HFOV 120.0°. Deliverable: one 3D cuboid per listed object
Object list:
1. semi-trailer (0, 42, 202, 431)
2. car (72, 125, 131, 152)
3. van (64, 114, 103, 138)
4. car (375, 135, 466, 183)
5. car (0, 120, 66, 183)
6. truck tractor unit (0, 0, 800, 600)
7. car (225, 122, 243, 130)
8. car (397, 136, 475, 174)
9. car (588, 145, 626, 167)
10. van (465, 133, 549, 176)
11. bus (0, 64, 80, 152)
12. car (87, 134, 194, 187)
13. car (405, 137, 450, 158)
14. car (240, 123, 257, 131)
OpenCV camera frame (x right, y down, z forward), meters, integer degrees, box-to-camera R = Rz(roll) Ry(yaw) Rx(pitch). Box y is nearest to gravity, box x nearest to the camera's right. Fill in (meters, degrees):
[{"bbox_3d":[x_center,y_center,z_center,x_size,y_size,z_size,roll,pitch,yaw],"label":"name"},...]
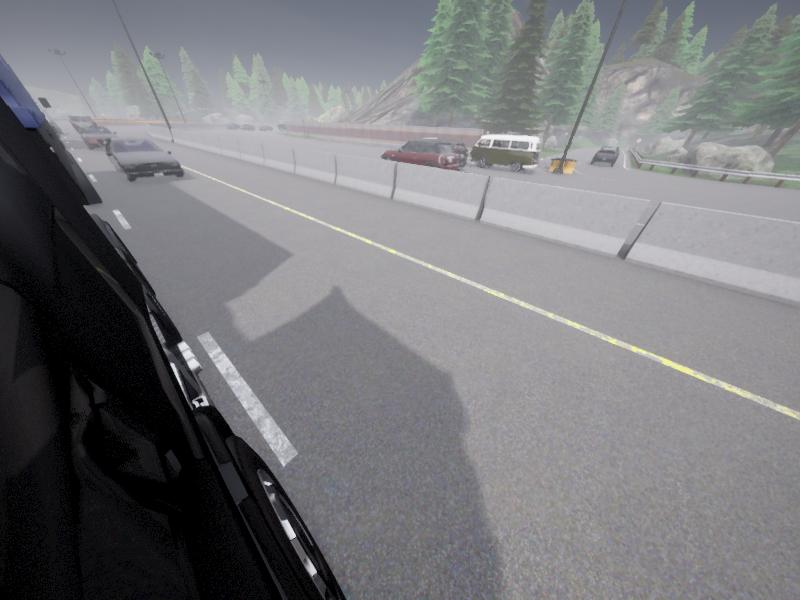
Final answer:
[{"bbox_3d":[-8.699,-3.606,4.226,14.254,4.402,2.717,28,44,30],"label":"semi-trailer"},{"bbox_3d":[-22.192,-12.016,17.173,4.181,1.385,1.994,28,44,30],"label":"car"},{"bbox_3d":[-35.193,-19.446,25.777,4.442,1.987,1.775,31,45,33],"label":"van"},{"bbox_3d":[0.986,-8.032,12.950,4.553,1.767,2.097,28,44,30],"label":"car"},{"bbox_3d":[-16.025,-6.148,9.381,4.553,1.767,2.097,28,44,30],"label":"car"},{"bbox_3d":[-2.645,-0.295,0.351,6.516,4.208,3.053,28,44,30],"label":"truck tractor unit"},{"bbox_3d":[-42.092,-44.065,58.616,1.789,1.549,3.705,1,37,-2],"label":"car"},{"bbox_3d":[2.283,-10.024,15.802,4.611,1.667,2.242,28,44,30],"label":"car"},{"bbox_3d":[20.426,-14.286,22.773,2.128,1.511,4.902,27,43,29],"label":"car"},{"bbox_3d":[7.288,-10.240,16.101,4.480,2.038,2.069,28,44,30],"label":"van"},{"bbox_3d":[-28.188,-13.757,16.714,10.273,4.253,3.944,28,44,30],"label":"bus"},{"bbox_3d":[-11.597,-6.370,10.269,5.357,1.411,2.033,28,44,30],"label":"car"},{"bbox_3d":[2.662,-15.218,22.933,3.806,1.475,1.970,28,44,30],"label":"car"},{"bbox_3d":[-38.683,-44.319,59.190,1.845,1.501,3.633,2,37,-1],"label":"car"}]
